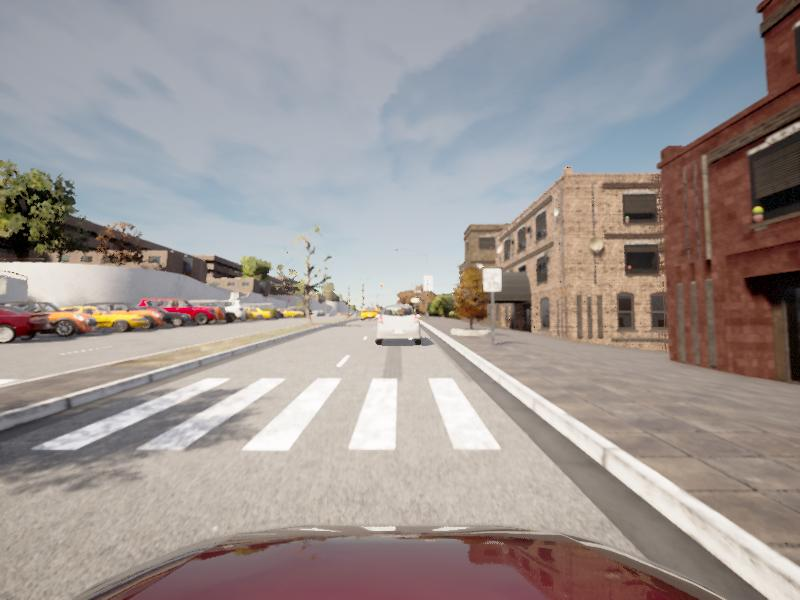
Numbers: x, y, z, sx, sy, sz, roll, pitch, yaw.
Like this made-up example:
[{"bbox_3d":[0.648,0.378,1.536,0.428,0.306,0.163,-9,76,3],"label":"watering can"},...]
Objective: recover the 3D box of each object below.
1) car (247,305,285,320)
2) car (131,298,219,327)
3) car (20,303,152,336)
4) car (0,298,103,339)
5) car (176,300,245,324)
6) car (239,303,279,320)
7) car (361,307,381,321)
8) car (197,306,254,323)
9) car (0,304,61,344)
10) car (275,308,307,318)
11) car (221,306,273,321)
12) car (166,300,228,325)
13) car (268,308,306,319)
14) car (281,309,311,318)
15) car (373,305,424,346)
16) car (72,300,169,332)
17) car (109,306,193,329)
[{"bbox_3d":[-17.276,1.604,51.591,4.553,1.767,2.185,0,-2,-20],"label":"car"},{"bbox_3d":[-17.099,0.929,30.782,5.566,2.045,2.435,0,-2,-20],"label":"car"},{"bbox_3d":[-16.897,1.015,21.905,5.366,1.575,1.946,-1,-1,-20],"label":"car"},{"bbox_3d":[-17.084,0.853,18.851,4.553,1.767,2.185,-1,-1,-20],"label":"car"},{"bbox_3d":[-17.184,1.064,36.706,5.566,2.045,2.435,0,-1,-20],"label":"car"},{"bbox_3d":[-17.123,1.419,48.670,4.442,1.987,1.878,0,-2,-20],"label":"car"},{"bbox_3d":[-3.254,1.538,45.290,1.882,1.535,5.008,0,-2,0],"label":"car"},{"bbox_3d":[-17.179,1.394,39.690,5.008,1.535,2.097,0,-2,-20],"label":"car"},{"bbox_3d":[-17.026,0.943,15.882,5.008,1.535,2.097,-1,0,-20],"label":"car"},{"bbox_3d":[-17.317,2.109,63.505,4.674,1.452,2.002,0,-2,-20],"label":"car"},{"bbox_3d":[-17.382,1.557,45.573,5.366,1.575,1.946,0,-1,-20],"label":"car"},{"bbox_3d":[-17.034,1.019,33.784,4.442,1.987,1.878,0,-2,-20],"label":"car"},{"bbox_3d":[-17.124,1.980,60.595,5.366,1.575,1.946,0,-2,-20],"label":"car"},{"bbox_3d":[-17.327,2.193,66.478,4.674,1.452,2.002,0,-1,-20],"label":"car"},{"bbox_3d":[-0.068,0.943,16.382,1.845,1.501,3.633,0,-1,0],"label":"car"},{"bbox_3d":[-17.117,0.942,24.802,4.553,1.767,2.185,0,-1,-20],"label":"car"},{"bbox_3d":[-17.106,1.160,27.784,4.674,1.452,2.002,0,-1,-20],"label":"car"}]
